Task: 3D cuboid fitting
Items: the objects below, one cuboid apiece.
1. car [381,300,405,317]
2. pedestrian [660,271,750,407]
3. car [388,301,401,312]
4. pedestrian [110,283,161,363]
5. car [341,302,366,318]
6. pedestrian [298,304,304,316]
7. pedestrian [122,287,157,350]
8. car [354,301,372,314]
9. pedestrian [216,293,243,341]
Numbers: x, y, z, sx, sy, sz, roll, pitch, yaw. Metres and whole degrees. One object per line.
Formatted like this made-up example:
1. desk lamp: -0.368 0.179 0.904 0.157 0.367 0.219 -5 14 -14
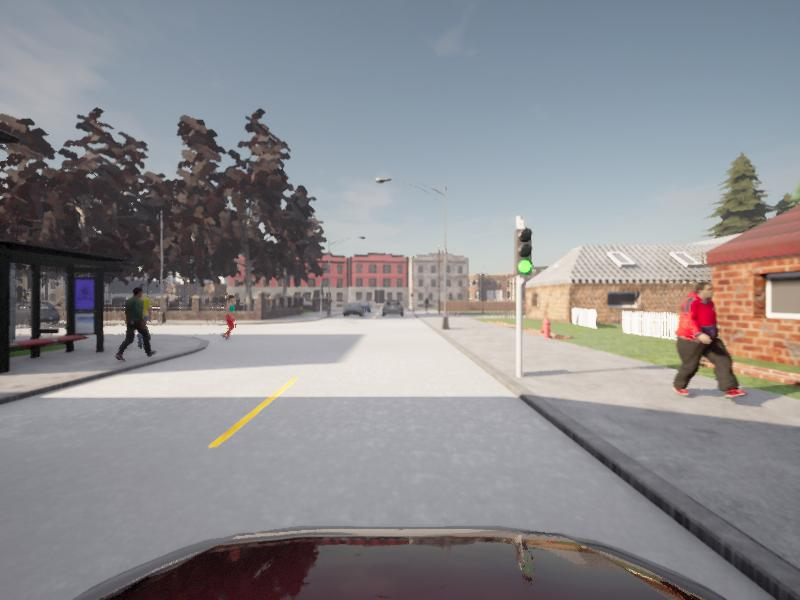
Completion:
1. car: -0.672 0.807 41.992 2.242 1.667 4.611 0 0 1
2. pedestrian: 4.488 0.540 5.924 0.751 1.860 0.751 0 0 -13
3. car: -0.733 0.912 58.518 1.837 1.490 4.892 0 -1 1
4. pedestrian: -6.495 0.537 9.860 0.751 1.860 0.751 0 0 20
5. car: -4.488 0.941 39.374 2.033 1.411 5.357 0 0 -1
6. pedestrian: -9.641 0.961 38.975 0.500 1.100 0.500 0 0 -7
7. pedestrian: -8.023 0.540 12.334 0.751 1.860 0.751 0 0 44
8. car: -4.677 0.884 51.146 1.882 1.535 5.008 0 0 -2
9. pedestrian: -6.685 0.656 15.745 0.751 1.860 0.751 0 0 -2
